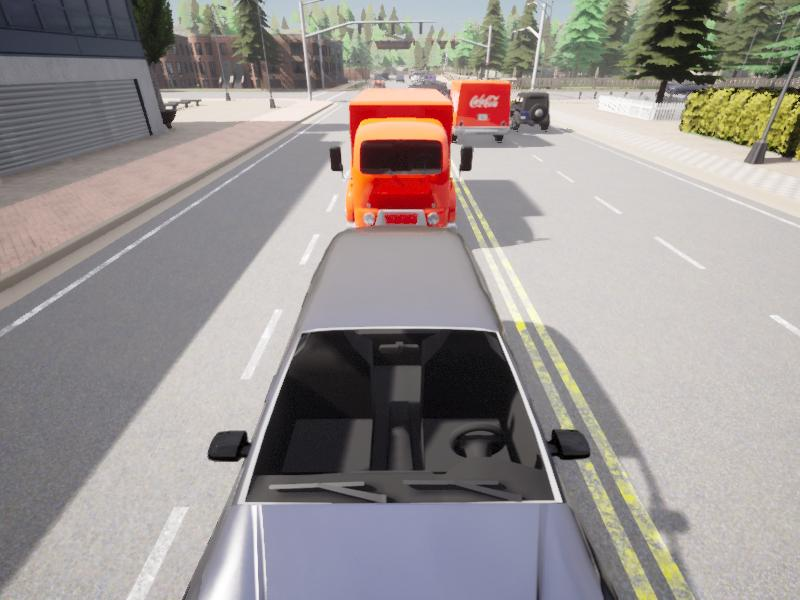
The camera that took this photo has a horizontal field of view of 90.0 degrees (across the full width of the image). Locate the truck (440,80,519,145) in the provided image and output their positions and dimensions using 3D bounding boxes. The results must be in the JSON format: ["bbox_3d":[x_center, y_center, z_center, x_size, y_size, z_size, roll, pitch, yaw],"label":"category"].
[{"bbox_3d":[3.520,-9.088,19.108,2.627,2.467,5.204,0,29,0],"label":"truck"}]

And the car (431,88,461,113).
[{"bbox_3d":[3.530,-15.615,31.244,1.845,1.501,3.633,0,30,0],"label":"car"}]

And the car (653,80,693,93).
[{"bbox_3d":[35.890,-28.123,52.633,3.633,1.501,1.845,0,30,0],"label":"car"}]

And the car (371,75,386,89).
[{"bbox_3d":[-3.449,-35.032,64.249,2.097,1.767,4.553,0,30,0],"label":"car"}]

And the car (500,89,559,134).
[{"bbox_3d":[7.026,-10.514,22.155,1.905,1.878,3.866,0,31,0],"label":"car"}]

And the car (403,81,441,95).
[{"bbox_3d":[2.714,-26.442,49.868,4.514,1.525,2.007,1,30,2],"label":"car"}]

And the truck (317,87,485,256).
[{"bbox_3d":[0.011,-3.257,9.102,2.627,2.467,5.204,0,32,0],"label":"truck"}]

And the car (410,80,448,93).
[{"bbox_3d":[3.793,-28.204,52.862,4.792,1.488,2.163,1,30,2],"label":"car"}]

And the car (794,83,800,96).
[{"bbox_3d":[49.988,-24.787,46.452,5.566,2.045,2.150,0,30,0],"label":"car"}]

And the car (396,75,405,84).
[{"bbox_3d":[0.065,-46.016,83.362,1.816,1.474,4.193,0,30,0],"label":"car"}]

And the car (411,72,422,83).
[{"bbox_3d":[3.566,-48.006,86.222,2.150,2.045,5.566,0,30,0],"label":"car"}]

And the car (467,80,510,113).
[{"bbox_3d":[7.027,-16.592,32.410,2.150,2.045,5.566,0,30,0],"label":"car"}]

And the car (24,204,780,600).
[{"bbox_3d":[-0.006,0.769,3.059,2.242,1.667,4.611,0,30,0],"label":"car"}]

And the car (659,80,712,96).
[{"bbox_3d":[35.362,-26.344,49.618,4.611,1.667,2.242,0,30,0],"label":"car"}]
